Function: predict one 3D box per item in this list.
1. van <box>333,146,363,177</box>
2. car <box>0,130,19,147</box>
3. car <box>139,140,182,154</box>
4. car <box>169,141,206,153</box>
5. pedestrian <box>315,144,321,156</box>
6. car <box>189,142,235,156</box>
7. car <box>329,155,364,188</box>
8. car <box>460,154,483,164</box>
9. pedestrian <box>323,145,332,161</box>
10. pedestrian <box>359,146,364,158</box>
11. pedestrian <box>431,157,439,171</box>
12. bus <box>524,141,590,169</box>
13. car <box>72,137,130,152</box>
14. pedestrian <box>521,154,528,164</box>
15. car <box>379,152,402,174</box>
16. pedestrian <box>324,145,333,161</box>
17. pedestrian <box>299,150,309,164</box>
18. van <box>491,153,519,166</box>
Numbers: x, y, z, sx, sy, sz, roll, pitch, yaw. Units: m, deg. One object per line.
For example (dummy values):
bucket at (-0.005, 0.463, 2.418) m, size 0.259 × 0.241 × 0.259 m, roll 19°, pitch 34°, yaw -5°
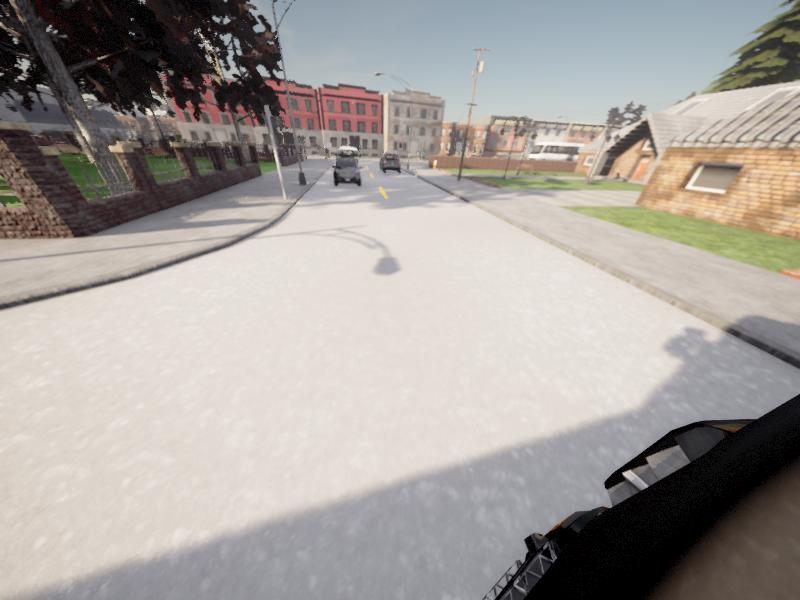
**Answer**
van at (-4.394, -12.010, 19.916) m, size 2.069 × 2.038 × 4.480 m, roll -3°, pitch 34°, yaw -9°
car at (-54.918, -21.288, 30.320) m, size 4.605 × 1.855 × 1.932 m, roll -3°, pitch 34°, yaw -9°
car at (-34.835, -22.348, 33.704) m, size 3.705 × 1.549 × 1.789 m, roll -3°, pitch 34°, yaw -9°
car at (-34.117, -24.618, 37.206) m, size 3.633 × 1.501 × 1.845 m, roll -3°, pitch 34°, yaw -9°
pedestrian at (-15.656, -28.761, 44.294) m, size 0.751 × 1.860 × 0.751 m, roll -1°, pitch 34°, yaw -6°
car at (-28.203, -22.717, 34.806) m, size 4.892 × 1.490 × 1.837 m, roll -4°, pitch 34°, yaw -10°
car at (-3.376, -8.381, 14.976) m, size 1.845 × 1.501 × 3.633 m, roll -3°, pitch 34°, yaw -9°
car at (13.908, -27.481, 45.088) m, size 3.633 × 1.501 × 1.845 m, roll -3°, pitch 34°, yaw -9°
pedestrian at (-10.140, -20.504, 32.242) m, size 0.751 × 1.860 × 0.751 m, roll 6°, pitch 34°, yaw 5°
pedestrian at (-7.423, -28.747, 44.885) m, size 0.751 × 1.860 × 0.751 m, roll -6°, pitch 35°, yaw -13°
pedestrian at (3.895, -15.137, 25.673) m, size 0.751 × 1.300 × 0.751 m, roll 4°, pitch 34°, yaw 2°
bus at (31.776, -29.596, 47.134) m, size 10.273 × 4.253 × 3.944 m, roll -3°, pitch 34°, yaw -9°
car at (-41.919, -21.915, 32.550) m, size 4.514 × 1.525 × 2.007 m, roll -3°, pitch 34°, yaw -9°
pedestrian at (28.526, -32.206, 52.863) m, size 0.751 × 1.860 × 0.751 m, roll -1°, pitch 34°, yaw -6°
car at (-1.048, -13.993, 23.549) m, size 1.851 × 1.617 × 3.988 m, roll -3°, pitch 34°, yaw -9°
pedestrian at (-10.170, -20.928, 32.880) m, size 0.751 × 1.860 × 0.751 m, roll 2°, pitch 34°, yaw -2°
pedestrian at (-11.160, -16.663, 26.877) m, size 0.751 × 1.300 × 0.751 m, roll -3°, pitch 34°, yaw -9°
van at (20.874, -28.087, 46.105) m, size 4.442 × 1.987 × 1.775 m, roll -3°, pitch 34°, yaw -9°
